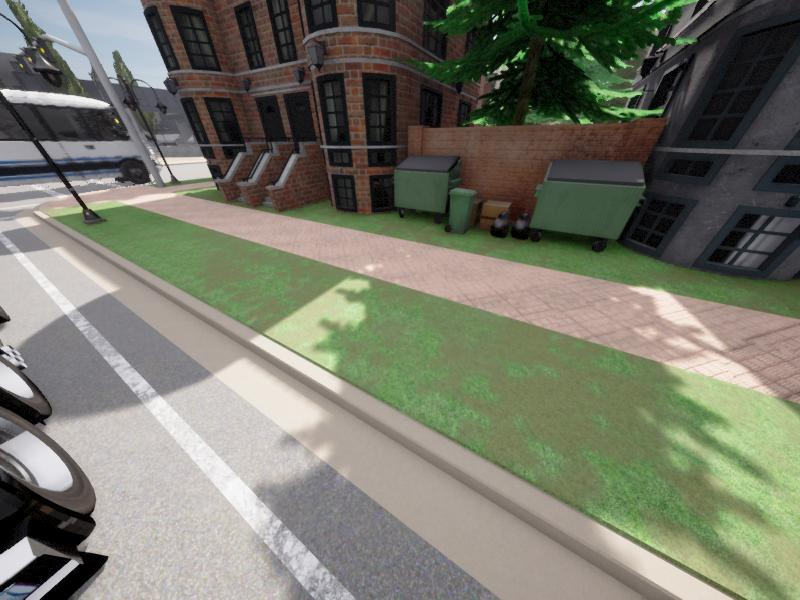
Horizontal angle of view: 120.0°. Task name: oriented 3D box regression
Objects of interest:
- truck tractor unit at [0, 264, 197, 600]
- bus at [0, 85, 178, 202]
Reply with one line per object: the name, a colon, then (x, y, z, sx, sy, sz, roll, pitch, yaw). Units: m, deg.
truck tractor unit: (-5.112, -0.299, 0.781, 6.516, 4.208, 3.053, 18, 39, 24)
bus: (-19.034, -7.608, 11.330, 3.944, 4.253, 10.273, 18, 39, 25)
